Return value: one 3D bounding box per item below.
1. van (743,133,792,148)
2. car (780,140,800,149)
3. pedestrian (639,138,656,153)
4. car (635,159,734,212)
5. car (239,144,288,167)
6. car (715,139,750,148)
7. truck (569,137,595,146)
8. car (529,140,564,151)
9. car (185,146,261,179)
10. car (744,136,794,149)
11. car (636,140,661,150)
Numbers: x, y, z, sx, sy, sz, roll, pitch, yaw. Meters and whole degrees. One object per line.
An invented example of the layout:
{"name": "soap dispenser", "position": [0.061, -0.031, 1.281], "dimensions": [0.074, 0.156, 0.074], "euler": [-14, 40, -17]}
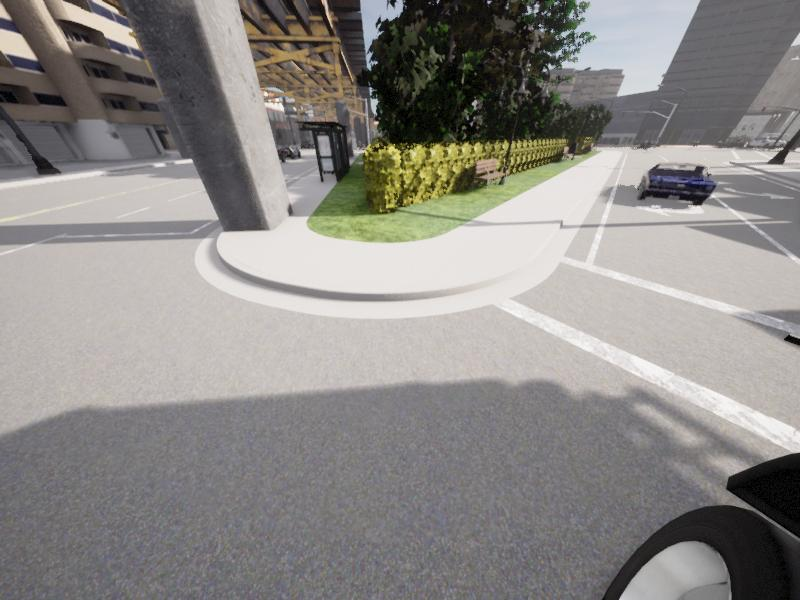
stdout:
{"name": "van", "position": [76.320, -33.155, 48.043], "dimensions": [5.915, 2.561, 1.988], "euler": [-3, 35, -4]}
{"name": "car", "position": [78.999, -30.839, 45.686], "dimensions": [4.193, 1.474, 1.816], "euler": [-3, 35, -4]}
{"name": "pedestrian", "position": [37.049, -23.105, 34.599], "dimensions": [0.751, 1.860, 0.751], "euler": [-4, 36, -6]}
{"name": "car", "position": [11.672, -5.090, 9.880], "dimensions": [1.895, 1.301, 4.718], "euler": [25, 43, 31]}
{"name": "car", "position": [-13.028, -14.145, 22.474], "dimensions": [2.152, 1.651, 5.027], "euler": [-3, 35, -4]}
{"name": "car", "position": [68.869, -32.331, 47.836], "dimensions": [4.193, 1.474, 1.816], "euler": [-3, 35, -4]}
{"name": "truck", "position": [50.716, -44.189, 64.454], "dimensions": [2.390, 2.098, 6.274], "euler": [1, 35, 2]}
{"name": "car", "position": [26.571, -28.098, 42.041], "dimensions": [4.902, 1.511, 2.128], "euler": [-3, 35, -4]}
{"name": "car", "position": [-12.412, -10.103, 16.759], "dimensions": [1.930, 1.638, 5.238], "euler": [-3, 35, -4]}
{"name": "car", "position": [71.851, -30.702, 45.033], "dimensions": [5.566, 2.045, 2.150], "euler": [-3, 35, -4]}
{"name": "car", "position": [49.429, -30.908, 45.958], "dimensions": [4.792, 1.488, 2.163], "euler": [-24, 42, -30]}
